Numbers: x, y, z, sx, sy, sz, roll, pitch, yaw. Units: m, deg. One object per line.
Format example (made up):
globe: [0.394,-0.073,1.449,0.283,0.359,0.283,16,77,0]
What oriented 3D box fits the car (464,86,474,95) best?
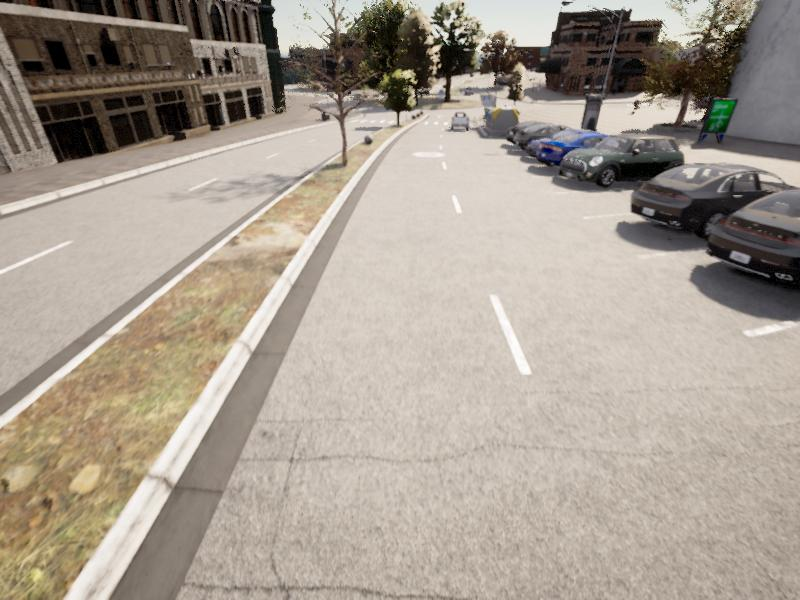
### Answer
car: [15.764,-47.949,91.582,1.851,1.617,3.988,3,32,4]

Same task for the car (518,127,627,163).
car: [8.789,-8.002,20.579,4.674,1.452,2.002,-6,28,-14]

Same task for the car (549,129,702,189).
car: [8.480,-5.457,15.269,4.553,1.767,2.185,-7,29,-15]

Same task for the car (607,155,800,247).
car: [8.207,-2.639,10.076,4.892,1.521,2.231,-7,28,-16]

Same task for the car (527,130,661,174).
car: [8.597,-6.693,17.942,5.008,1.535,2.097,-6,28,-15]

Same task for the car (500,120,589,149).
car: [9.268,-10.705,25.829,4.792,1.488,2.163,-6,28,-14]

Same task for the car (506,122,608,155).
car: [8.992,-9.385,23.186,4.892,1.521,2.231,-6,28,-14]

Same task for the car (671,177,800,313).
car: [8.133,-1.284,7.451,4.892,1.521,2.231,-8,28,-17]

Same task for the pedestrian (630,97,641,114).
pedestrian: [29.826,-24.640,50.693,0.751,1.860,0.751,14,34,21]

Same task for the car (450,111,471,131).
car: [5.769,-17.228,38.398,1.845,1.501,3.633,4,27,6]
